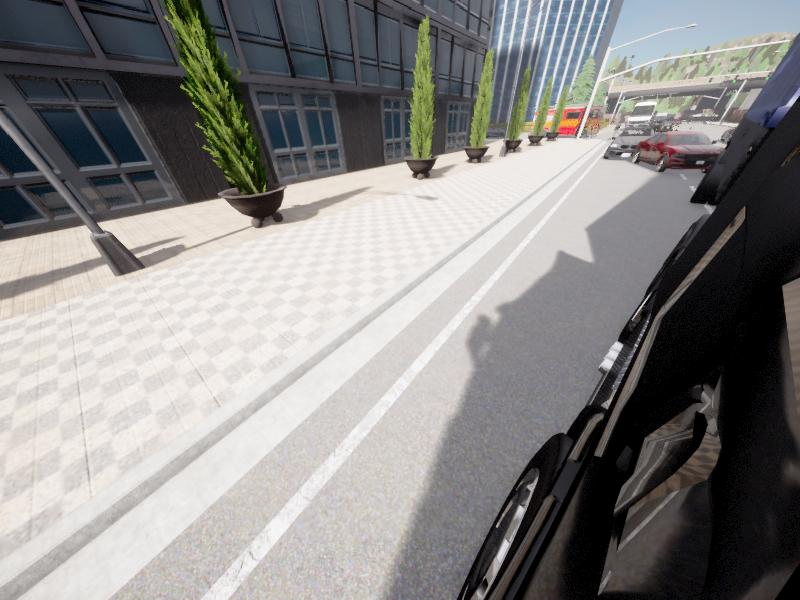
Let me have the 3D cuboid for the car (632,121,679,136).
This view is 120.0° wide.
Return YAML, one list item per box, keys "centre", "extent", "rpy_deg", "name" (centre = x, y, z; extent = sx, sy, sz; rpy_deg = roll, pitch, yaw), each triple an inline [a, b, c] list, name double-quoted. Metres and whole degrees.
- centre: [34.202, -23.093, 31.077]
  extent: [1.789, 1.549, 3.705]
  rpy_deg: [-4, 37, -3]
  name: "car"

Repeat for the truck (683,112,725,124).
- centre: [80.855, -48.500, 61.633]
  extent: [6.274, 2.098, 2.390]
  rpy_deg: [24, 44, 31]
  name: "truck"

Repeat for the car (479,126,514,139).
- centre: [16.373, -28.543, 39.396]
  extent: [4.856, 1.649, 2.033]
  rpy_deg: [23, 44, 31]
  name: "car"

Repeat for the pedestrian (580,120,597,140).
- centre: [21.549, -19.463, 26.460]
  extent: [0.751, 1.860, 0.751]
  rpy_deg: [12, 39, 18]
  name: "pedestrian"

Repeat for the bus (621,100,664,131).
- centre: [47.632, -36.314, 45.661]
  extent: [3.944, 4.253, 10.273]
  rpy_deg: [24, 44, 31]
  name: "bus"

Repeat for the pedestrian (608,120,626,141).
- centre: [24.796, -19.359, 26.376]
  extent: [0.751, 1.860, 0.751]
  rpy_deg: [-31, 45, -32]
  name: "pedestrian"

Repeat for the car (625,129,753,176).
- centre: [13.631, -7.450, 11.461]
  extent: [1.882, 1.535, 5.008]
  rpy_deg: [12, 39, 19]
  name: "car"

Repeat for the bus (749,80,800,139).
- centre: [40.758, -17.734, 21.280]
  extent: [10.273, 4.253, 3.944]
  rpy_deg: [-8, 36, -7]
  name: "bus"

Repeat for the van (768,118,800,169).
- centre: [19.432, -6.882, 9.608]
  extent: [2.351, 2.431, 6.366]
  rpy_deg: [24, 44, 31]
  name: "van"

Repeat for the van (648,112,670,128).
- centre: [55.763, -38.721, 49.806]
  extent: [1.988, 2.561, 5.915]
  rpy_deg: [24, 44, 31]
  name: "van"

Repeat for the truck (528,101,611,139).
- centre: [24.074, -25.758, 33.366]
  extent: [8.468, 3.827, 2.891]
  rpy_deg: [27, 46, 34]
  name: "truck"

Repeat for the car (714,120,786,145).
- centre: [29.356, -14.265, 19.624]
  extent: [2.128, 1.511, 4.902]
  rpy_deg: [24, 44, 31]
  name: "car"

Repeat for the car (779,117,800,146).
- centre: [31.182, -12.396, 16.882]
  extent: [2.242, 1.667, 4.611]
  rpy_deg: [24, 44, 31]
  name: "car"

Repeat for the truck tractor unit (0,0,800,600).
- centre: [2.645, -0.295, 0.351]
  extent: [6.516, 4.208, 3.053]
  rpy_deg: [-28, 44, -30]
  name: "truck tractor unit"

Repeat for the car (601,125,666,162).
- centre: [15.044, -10.229, 14.993]
  extent: [2.242, 1.667, 4.611]
  rpy_deg: [25, 44, 32]
  name: "car"

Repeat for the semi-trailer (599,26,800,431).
- centre: [8.616, -3.660, 4.308]
  extent: [14.254, 4.402, 2.717]
  rpy_deg: [-29, 44, -31]
  name: "semi-trailer"
